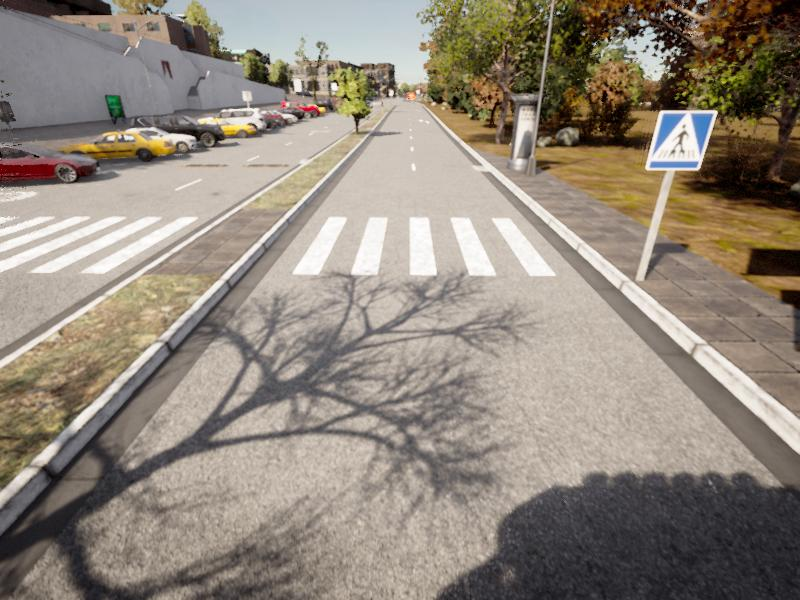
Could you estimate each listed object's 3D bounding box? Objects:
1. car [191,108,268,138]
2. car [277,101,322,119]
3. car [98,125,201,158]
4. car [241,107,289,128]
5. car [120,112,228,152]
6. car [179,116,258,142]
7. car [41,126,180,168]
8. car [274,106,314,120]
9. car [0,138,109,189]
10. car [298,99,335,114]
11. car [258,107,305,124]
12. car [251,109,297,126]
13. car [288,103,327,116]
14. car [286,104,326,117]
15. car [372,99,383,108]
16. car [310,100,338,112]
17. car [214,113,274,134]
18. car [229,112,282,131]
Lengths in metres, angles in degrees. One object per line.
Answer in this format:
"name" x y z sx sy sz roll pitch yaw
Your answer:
"car" -14.410 -15.213 34.230 5.566 2.045 2.435 -10 29 -16
"car" -13.934 -26.421 55.495 5.566 2.045 2.435 -10 29 -16
"car" -14.598 -9.449 23.702 4.674 1.452 2.002 -10 28 -16
"car" -14.253 -19.284 42.270 4.553 1.767 2.185 -10 29 -16
"car" -14.518 -11.084 26.255 5.566 2.045 2.435 -10 28 -16
"car" -14.261 -13.644 31.742 5.366 1.575 1.946 -10 28 -16
"car" -14.820 -8.086 20.951 5.366 1.575 1.946 -10 29 -16
"car" -13.981 -24.770 52.971 4.792 1.488 2.163 -10 29 -16
"car" -14.728 -5.367 15.685 4.792 1.488 2.163 -10 28 -16
"car" -13.770 -31.999 66.085 5.566 2.045 2.435 -10 29 -16
"car" -14.107 -21.979 47.642 5.008 1.535 2.097 -10 29 -16
"car" -14.170 -20.542 45.009 4.674 1.452 2.002 -10 29 -16
"car" -14.022 -28.962 60.849 5.366 1.575 1.946 -10 29 -16
"car" -13.726 -27.629 58.305 5.366 1.575 1.946 -10 29 -16
"car" -5.119 -45.120 91.761 2.242 1.667 4.611 1 27 1
"car" -13.606 -34.683 71.480 4.553 1.767 2.185 -10 29 -16
"car" -14.353 -16.352 37.017 4.792 1.488 2.163 -10 29 -16
"car" -14.276 -17.743 39.703 4.674 1.452 2.002 -10 29 -16
